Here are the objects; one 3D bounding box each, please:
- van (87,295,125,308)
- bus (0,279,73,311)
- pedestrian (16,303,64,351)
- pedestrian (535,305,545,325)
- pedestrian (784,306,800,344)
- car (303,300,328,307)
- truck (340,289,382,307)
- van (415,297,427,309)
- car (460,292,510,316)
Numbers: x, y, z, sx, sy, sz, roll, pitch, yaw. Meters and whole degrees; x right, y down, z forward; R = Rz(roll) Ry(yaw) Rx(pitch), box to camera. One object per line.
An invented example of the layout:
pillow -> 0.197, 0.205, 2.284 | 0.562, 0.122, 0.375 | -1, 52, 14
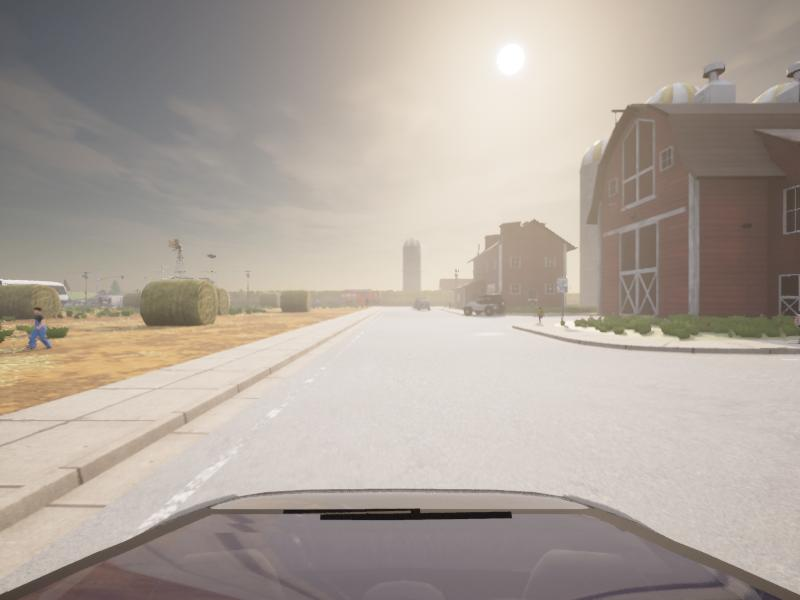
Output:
van -> -56.105, 0.240, 76.496 | 2.351, 2.431, 6.366 | 0, 0, 4
bus -> -53.915, -0.642, 58.066 | 3.944, 4.253, 10.273 | 0, 0, 4
pedestrian -> -10.214, 0.746, 11.358 | 0.751, 1.300, 0.751 | 0, 0, 21
pedestrian -> 7.836, 0.828, 22.449 | 0.500, 1.100, 0.500 | 0, 0, 18
pedestrian -> 11.801, 0.726, 11.784 | 0.500, 1.100, 0.500 | 0, 0, 14
car -> -17.730, 0.743, 84.045 | 4.792, 1.488, 2.163 | 0, 0, 1
truck -> -8.150, -0.433, 83.910 | 8.468, 3.827, 2.891 | 0, 0, 1
van -> 3.380, 0.492, 65.324 | 1.775, 1.987, 4.442 | 0, 0, 0
car -> 7.595, 0.429, 35.982 | 1.905, 1.878, 3.866 | -8, 4, -42
